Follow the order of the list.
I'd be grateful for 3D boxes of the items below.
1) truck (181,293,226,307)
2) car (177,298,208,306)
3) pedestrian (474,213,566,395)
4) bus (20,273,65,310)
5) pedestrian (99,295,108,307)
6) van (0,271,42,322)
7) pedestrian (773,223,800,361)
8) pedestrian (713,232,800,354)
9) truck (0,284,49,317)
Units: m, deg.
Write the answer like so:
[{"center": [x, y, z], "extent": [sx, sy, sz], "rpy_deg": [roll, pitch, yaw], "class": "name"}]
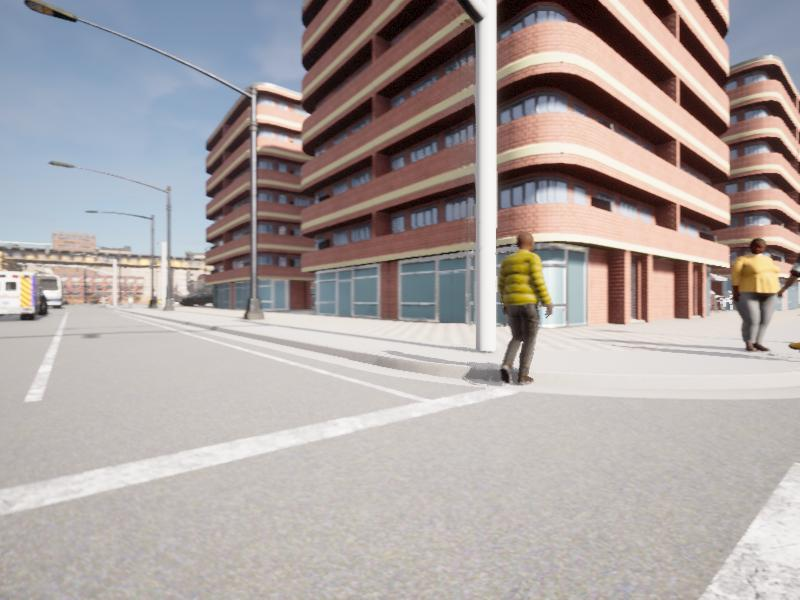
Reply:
[{"center": [-31.858, -0.054, 64.962], "extent": [6.274, 2.098, 2.390], "rpy_deg": [-1, 0, -38], "class": "truck"}, {"center": [-34.790, 0.322, 67.106], "extent": [4.181, 1.385, 1.994], "rpy_deg": [-1, 0, -38], "class": "car"}, {"center": [1.386, 0.046, 4.616], "extent": [0.751, 1.860, 0.751], "rpy_deg": [0, 0, 43], "class": "pedestrian"}, {"center": [-46.334, -0.987, 52.131], "extent": [3.944, 4.253, 10.273], "rpy_deg": [0, 0, -39], "class": "bus"}, {"center": [-44.997, 0.152, 60.719], "extent": [0.751, 1.860, 0.751], "rpy_deg": [0, 0, 28], "class": "pedestrian"}, {"center": [-21.234, -0.154, 21.791], "extent": [2.351, 2.431, 6.366], "rpy_deg": [0, 0, -39], "class": "van"}, {"center": [5.764, -0.111, 5.402], "extent": [0.751, 1.860, 0.751], "rpy_deg": [0, 0, 3], "class": "pedestrian"}, {"center": [5.768, -0.109, 6.525], "extent": [0.751, 1.860, 0.751], "rpy_deg": [0, 0, 6], "class": "pedestrian"}, {"center": [-26.498, 0.028, 28.190], "extent": [2.390, 2.098, 6.274], "rpy_deg": [0, 0, -39], "class": "truck"}]
